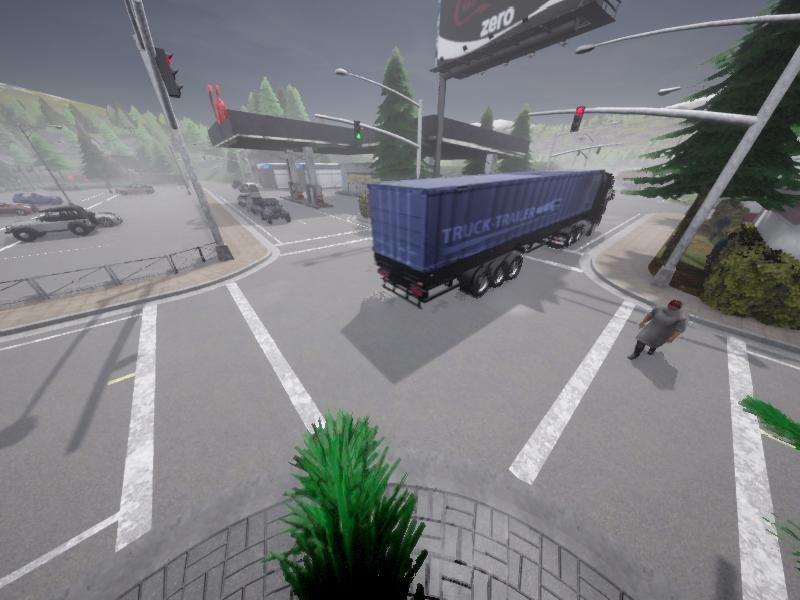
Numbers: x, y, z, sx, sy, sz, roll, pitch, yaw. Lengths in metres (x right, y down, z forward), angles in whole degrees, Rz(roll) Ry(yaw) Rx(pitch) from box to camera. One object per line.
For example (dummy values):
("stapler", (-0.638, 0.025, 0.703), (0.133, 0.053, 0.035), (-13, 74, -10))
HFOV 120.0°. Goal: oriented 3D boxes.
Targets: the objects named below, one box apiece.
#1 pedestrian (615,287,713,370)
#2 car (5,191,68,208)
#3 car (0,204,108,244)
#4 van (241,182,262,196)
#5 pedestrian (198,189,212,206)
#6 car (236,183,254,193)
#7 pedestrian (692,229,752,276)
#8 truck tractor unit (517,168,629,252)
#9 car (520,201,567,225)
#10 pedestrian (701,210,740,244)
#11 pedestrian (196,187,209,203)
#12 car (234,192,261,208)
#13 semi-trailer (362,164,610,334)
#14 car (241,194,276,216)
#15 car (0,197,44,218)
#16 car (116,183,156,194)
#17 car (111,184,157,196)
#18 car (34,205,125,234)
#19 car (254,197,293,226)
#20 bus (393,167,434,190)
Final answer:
("pedestrian", (6.509, 0.724, 5.807), (0.751, 1.860, 0.751), (-11, 32, -18))
("car", (-45.788, -12.777, 29.270), (3.633, 1.501, 1.845), (-23, 37, -34))
("car", (-23.841, -5.383, 15.979), (3.866, 1.878, 1.905), (-23, 37, -34))
("van", (-27.376, -20.587, 42.616), (2.069, 2.038, 4.480), (-22, 37, -33))
("pedestrian", (-24.499, -12.836, 29.015), (0.751, 1.860, 0.751), (-23, 37, -35))
("car", (-31.766, -23.028, 47.357), (2.007, 1.525, 4.514), (-22, 37, -33))
("pedestrian", (14.413, -2.146, 10.415), (0.751, 1.860, 0.751), (21, 36, 32))
("truck tractor unit", (11.350, -6.265, 15.244), (6.516, 4.208, 3.053), (-23, 37, -33))
("car", (13.323, -8.082, 21.356), (4.674, 1.442, 1.812), (-22, 36, -34))
("pedestrian", (20.591, -4.704, 14.894), (0.751, 1.860, 0.751), (27, 39, 38))
("pedestrian", (-27.050, -14.345, 31.630), (0.751, 1.860, 0.751), (-23, 37, -34))
("car", (-19.994, -13.111, 30.230), (1.970, 1.475, 3.806), (-22, 37, -33))
("semi-trailer", (5.256, -3.733, 10.847), (14.254, 4.402, 2.717), (-23, 37, -33))
("car", (-15.972, -10.737, 25.967), (2.033, 1.649, 4.856), (-22, 37, -33))
("car", (-39.420, -8.945, 22.590), (4.514, 1.523, 2.007), (-23, 37, -34))
("car", (-49.532, -20.953, 43.472), (4.514, 1.523, 2.007), (-23, 37, -34))
("car", (-47.482, -19.774, 41.410), (5.027, 1.636, 2.152), (-23, 37, -34))
("car", (-25.501, -6.610, 18.671), (3.806, 1.475, 1.970), (-23, 37, -34))
("car", (-11.869, -8.361, 21.588), (1.905, 1.878, 3.866), (-22, 37, -33))
("bus", (2.997, -29.990, 56.678), (3.944, 4.253, 10.273), (-22, 37, -33))
